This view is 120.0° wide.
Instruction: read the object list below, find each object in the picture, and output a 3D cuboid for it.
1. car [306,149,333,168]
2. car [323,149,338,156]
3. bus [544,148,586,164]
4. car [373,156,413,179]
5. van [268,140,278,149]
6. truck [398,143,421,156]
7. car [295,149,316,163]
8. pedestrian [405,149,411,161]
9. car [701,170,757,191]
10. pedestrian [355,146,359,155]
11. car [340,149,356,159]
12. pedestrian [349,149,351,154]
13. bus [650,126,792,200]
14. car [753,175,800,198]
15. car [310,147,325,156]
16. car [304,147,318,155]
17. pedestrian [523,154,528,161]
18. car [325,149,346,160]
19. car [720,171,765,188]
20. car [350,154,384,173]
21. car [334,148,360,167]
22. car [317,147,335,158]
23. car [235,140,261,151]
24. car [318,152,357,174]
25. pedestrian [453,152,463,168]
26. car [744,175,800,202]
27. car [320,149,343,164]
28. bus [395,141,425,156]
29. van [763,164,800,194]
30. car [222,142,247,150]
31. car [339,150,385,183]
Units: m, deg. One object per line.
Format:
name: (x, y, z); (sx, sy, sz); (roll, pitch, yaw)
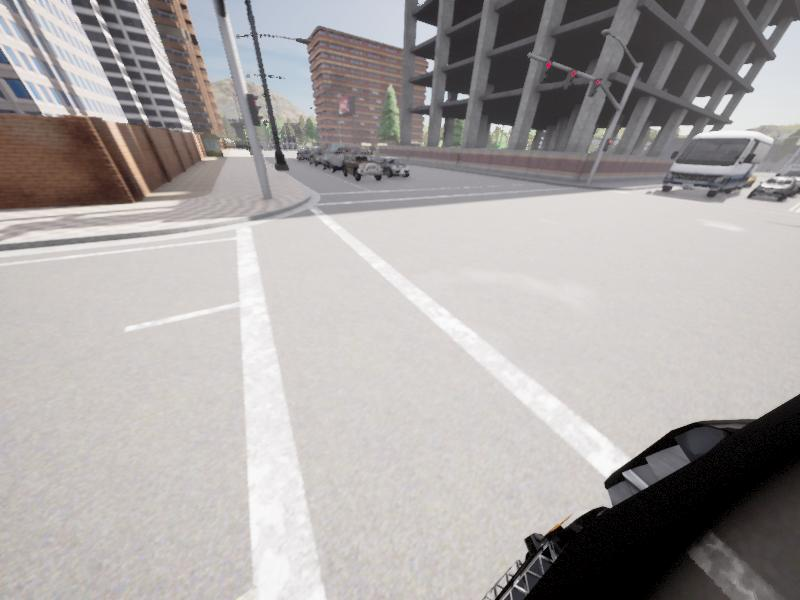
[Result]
car: (-9.399, -16.551, 26.946); (1.851, 1.617, 3.988); (-16, 38, -26)
car: (-16.389, -34.803, 54.409); (1.895, 1.301, 4.718); (-16, 38, -26)
bus: (55.991, -49.342, 79.084); (3.944, 4.253, 10.273); (-16, 38, -27)
car: (-0.721, -11.814, 20.524); (1.970, 1.475, 3.806); (-16, 38, -26)
van: (-47.864, -58.638, 87.062); (1.988, 2.561, 5.915); (-16, 38, -26)
truck: (3.679, -58.022, 88.840); (8.468, 3.827, 2.891); (-16, 38, -26)
car: (-13.348, -20.382, 32.586); (1.816, 1.474, 4.193); (-16, 38, -26)
pedestrian: (1.479, -26.468, 42.259); (0.751, 1.860, 0.751); (-14, 37, -24)
car: (33.978, -12.409, 23.843); (4.611, 1.667, 2.242); (-16, 38, -27)
pedestrian: (-10.988, -38.261, 59.226); (0.751, 1.860, 0.751); (-12, 36, -22)
car: (-10.395, -29.022, 45.848); (1.789, 1.549, 3.705); (-16, 38, -26)
pedestrian: (-14.072, -41.621, 64.786); (0.500, 1.100, 0.500); (-16, 38, -26)
bus: (26.474, -11.201, 19.101); (10.273, 4.253, 3.944); (-16, 38, -26)
car: (34.849, -10.357, 20.940); (4.902, 1.511, 2.128); (-16, 38, -26)
car: (-18.491, -33.134, 51.508); (2.007, 1.525, 4.514); (-16, 38, -26)
car: (-21.760, -36.316, 56.160); (2.007, 1.525, 4.514); (-16, 38, -26)
pedestrian: (40.696, -46.107, 74.894); (0.751, 1.860, 0.751); (-5, 34, -11)
car: (-11.657, -26.408, 41.822); (2.128, 1.511, 4.902); (-16, 38, -26)
car: (40.062, -14.148, 27.020); (5.366, 1.575, 1.801); (-16, 38, -26)
car: (-3.598, -14.614, 24.589); (1.812, 1.442, 4.674); (-16, 38, -26)
car: (-6.636, -17.798, 28.787); (1.905, 1.878, 3.866); (-16, 38, -26)
car: (-15.040, -29.784, 46.591); (2.033, 1.649, 4.856); (-16, 38, -26)
car: (-41.248, -42.064, 62.896); (5.566, 2.045, 2.150); (-16, 38, -26)
car: (-6.164, -13.319, 22.399); (2.163, 1.488, 4.792); (-16, 38, -26)
pedestrian: (8.100, -19.655, 32.414); (0.751, 1.860, 0.751); (-14, 37, -24)
car: (29.325, -8.762, 18.068); (3.705, 1.549, 1.789); (-16, 38, -26)
car: (-10.096, -21.027, 33.791); (1.837, 1.490, 4.892); (-16, 38, -26)
bus: (3.625, -56.030, 85.423); (10.273, 4.253, 3.944); (-16, 38, -26)
van: (41.401, -12.650, 24.075); (6.366, 2.431, 2.351); (-16, 38, -26)
car: (-45.873, -42.756, 64.051); (5.366, 1.575, 1.801); (-16, 38, -26)
car: (-3.037, -10.461, 17.933); (1.932, 1.855, 4.605); (-15, 37, -25)
